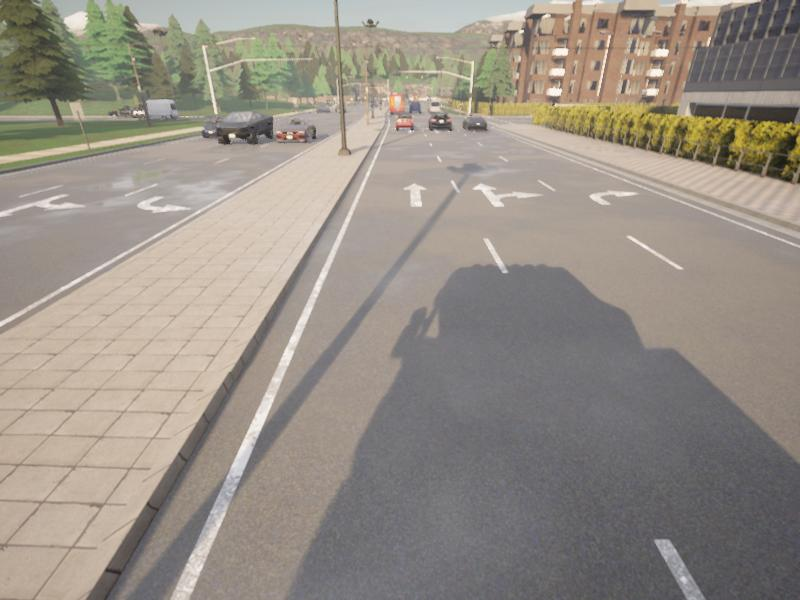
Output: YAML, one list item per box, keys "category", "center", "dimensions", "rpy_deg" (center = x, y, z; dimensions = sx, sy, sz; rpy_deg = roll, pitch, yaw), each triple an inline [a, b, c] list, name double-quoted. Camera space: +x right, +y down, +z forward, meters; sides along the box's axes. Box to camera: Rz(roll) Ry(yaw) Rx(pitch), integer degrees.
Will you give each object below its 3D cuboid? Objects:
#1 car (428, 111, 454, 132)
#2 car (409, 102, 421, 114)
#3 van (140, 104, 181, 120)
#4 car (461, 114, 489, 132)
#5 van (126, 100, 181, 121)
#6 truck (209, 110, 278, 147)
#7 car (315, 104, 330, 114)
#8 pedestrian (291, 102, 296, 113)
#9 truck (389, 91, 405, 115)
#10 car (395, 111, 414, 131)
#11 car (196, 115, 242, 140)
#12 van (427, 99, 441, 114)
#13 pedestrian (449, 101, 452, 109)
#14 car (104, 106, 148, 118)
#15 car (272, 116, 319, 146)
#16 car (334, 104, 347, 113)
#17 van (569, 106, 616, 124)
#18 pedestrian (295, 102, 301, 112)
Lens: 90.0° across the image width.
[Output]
- category: "car"
  center: [4.013, -18.047, 40.278]
  dimensions: [2.242, 1.667, 4.611]
  rpy_deg: [0, 27, 1]
- category: "car"
  center: [2.971, -38.352, 79.710]
  dimensions: [2.150, 2.045, 5.566]
  rpy_deg: [0, 27, 0]
- category: "van"
  center: [-35.297, -27.796, 59.047]
  dimensions: [4.480, 2.038, 2.069]
  rpy_deg: [0, 27, 1]
- category: "car"
  center: [7.478, -17.816, 40.151]
  dimensions: [1.994, 1.385, 4.181]
  rpy_deg: [0, 27, 0]
- category: "van"
  center: [-34.325, -26.445, 55.794]
  dimensions: [5.915, 2.561, 1.988]
  rpy_deg: [0, 27, 1]
- category: "truck"
  center: [-11.083, -12.558, 29.045]
  dimensions: [2.390, 2.098, 6.274]
  rpy_deg: [0, 27, 0]
- category: "car"
  center: [-15.531, -38.597, 80.780]
  dimensions: [2.038, 1.542, 4.974]
  rpy_deg: [0, 27, 0]
- category: "pedestrian"
  center: [-20.467, -37.040, 76.952]
  dimensions: [0.751, 1.860, 0.751]
  rpy_deg: [-5, 27, -10]
- category: "truck"
  center: [-0.500, -38.030, 77.126]
  dimensions: [2.891, 3.827, 8.468]
  rpy_deg: [0, 27, 0]
- category: "car"
  center: [0.467, -18.242, 40.733]
  dimensions: [1.851, 1.617, 3.988]
  rpy_deg: [0, 27, 0]
- category: "car"
  center: [-14.565, -14.020, 32.461]
  dimensions: [1.851, 1.617, 3.988]
  rpy_deg: [0, 27, 0]
- category: "van"
  center: [6.497, -37.340, 77.183]
  dimensions: [1.988, 2.561, 5.915]
  rpy_deg: [0, 27, 0]
- category: "pedestrian"
  center: [12.799, -49.528, 101.455]
  dimensions: [0.751, 1.860, 0.751]
  rpy_deg: [1, 27, 1]
- category: "car"
  center: [-42.641, -29.263, 62.368]
  dimensions: [5.238, 1.638, 1.930]
  rpy_deg: [0, 27, 1]
- category: "car"
  center: [-7.578, -12.575, 29.600]
  dimensions: [2.152, 1.651, 5.027]
  rpy_deg: [0, 27, 0]
- category: "car"
  center: [-12.059, -38.882, 81.231]
  dimensions: [2.033, 1.649, 4.856]
  rpy_deg: [0, 27, 0]
- category: "van"
  center: [23.275, -22.428, 48.509]
  dimensions: [4.442, 1.987, 1.775]
  rpy_deg: [0, 27, 1]
- category: "pedestrian"
  center: [-20.711, -39.159, 81.112]
  dimensions: [0.751, 1.860, 0.751]
  rpy_deg: [-1, 27, -2]
